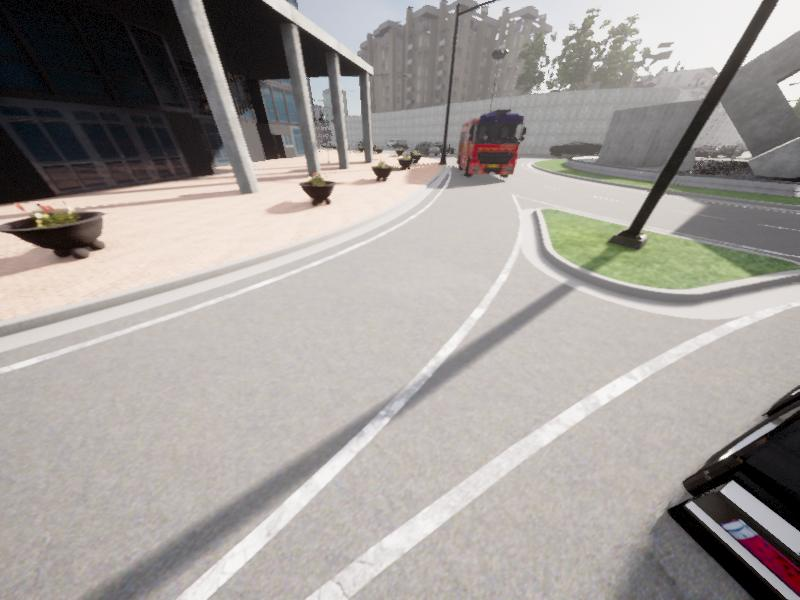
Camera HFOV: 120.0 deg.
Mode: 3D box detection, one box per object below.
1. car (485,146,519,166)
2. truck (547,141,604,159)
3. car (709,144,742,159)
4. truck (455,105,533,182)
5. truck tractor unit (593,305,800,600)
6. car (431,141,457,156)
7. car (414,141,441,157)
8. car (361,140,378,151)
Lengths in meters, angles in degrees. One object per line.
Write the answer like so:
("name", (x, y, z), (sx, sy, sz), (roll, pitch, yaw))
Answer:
("car", (10.962, -15.772, 25.233), (1.801, 1.575, 5.366), (3, 35, 4))
("truck", (26.431, -22.906, 35.146), (6.274, 2.098, 2.390), (11, 36, 14))
("car", (50.232, -22.956, 35.685), (3.866, 1.878, 1.905), (-21, 40, -28))
("truck", (6.286, -11.649, 17.338), (2.891, 3.827, 8.468), (3, 35, 5))
("truck tractor unit", (5.224, -0.168, 0.594), (6.516, 4.208, 3.053), (-13, 37, -18))
("car", (7.126, -24.736, 37.704), (1.905, 1.878, 3.866), (-17, 39, -24))
("car", (4.200, -23.672, 36.162), (1.932, 1.855, 4.605), (-17, 39, -23))
("car", (-6.579, -33.299, 49.761), (1.905, 1.878, 3.866), (-22, 41, -28))
